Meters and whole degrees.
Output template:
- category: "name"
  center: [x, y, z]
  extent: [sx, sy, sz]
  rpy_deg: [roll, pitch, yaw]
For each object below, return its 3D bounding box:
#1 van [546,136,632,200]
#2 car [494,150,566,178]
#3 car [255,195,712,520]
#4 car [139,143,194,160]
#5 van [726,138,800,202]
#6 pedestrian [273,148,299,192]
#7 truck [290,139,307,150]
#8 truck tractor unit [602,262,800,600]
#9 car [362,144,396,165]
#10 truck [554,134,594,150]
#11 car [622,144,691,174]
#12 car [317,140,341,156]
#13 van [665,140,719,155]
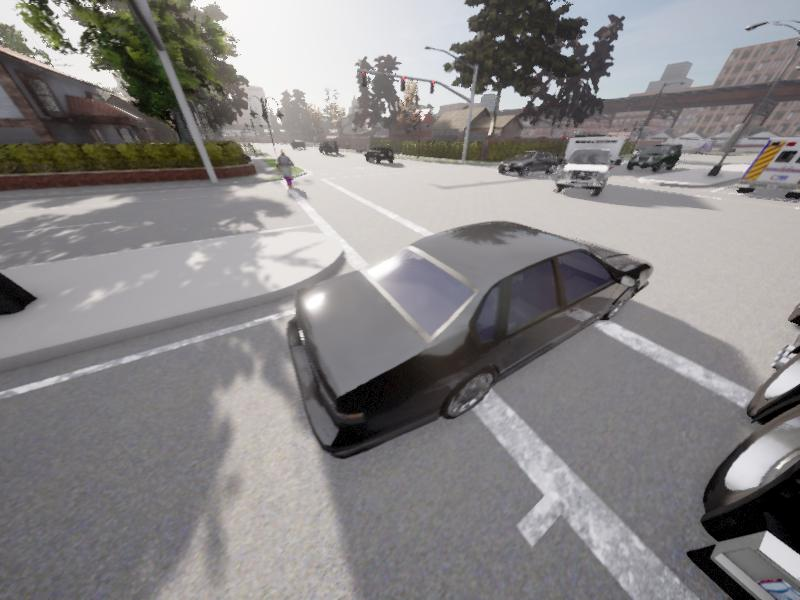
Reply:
- category: "van"
  center: [10.287, -7.481, 12.734]
  extent: [2.351, 2.431, 6.366]
  rpy_deg: [21, 40, 29]
- category: "car"
  center: [10.219, -10.801, 18.210]
  extent: [5.027, 1.651, 2.152]
  rpy_deg: [-18, 39, -25]
- category: "car"
  center: [1.366, -0.224, 3.121]
  extent: [5.357, 1.411, 2.033]
  rpy_deg: [-18, 39, -25]
- category: "car"
  center: [-25.875, -16.672, 25.841]
  extent: [3.806, 1.475, 1.970]
  rpy_deg: [-18, 39, -24]
- category: "van"
  center: [20.667, -6.954, 12.070]
  extent: [6.366, 2.431, 2.351]
  rpy_deg: [-18, 39, -24]
- category: "pedestrian"
  center: [-5.811, -6.635, 11.820]
  extent: [0.751, 1.860, 0.751]
  rpy_deg: [-15, 38, -21]
- category: "truck"
  center: [-25.913, -39.595, 58.827]
  extent: [2.390, 2.098, 6.274]
  rpy_deg: [-18, 39, -25]
- category: "truck tractor unit"
  center: [5.110, -0.301, 0.791]
  extent: [6.516, 4.208, 3.053]
  rpy_deg: [-18, 39, -24]
- category: "car"
  center: [-2.417, -16.611, 26.216]
  extent: [1.932, 1.855, 4.605]
  rpy_deg: [-18, 39, -24]
- category: "truck"
  center: [51.720, -47.374, 69.120]
  extent: [2.891, 3.827, 8.468]
  rpy_deg: [-18, 39, -24]
- category: "car"
  center: [23.363, -12.963, 21.066]
  extent: [5.566, 2.045, 2.150]
  rpy_deg: [-18, 39, -24]
- category: "car"
  center: [-12.374, -26.411, 40.065]
  extent: [2.150, 2.045, 5.566]
  rpy_deg: [-18, 39, -25]
- category: "van"
  center: [61.970, -32.502, 49.169]
  extent: [2.351, 2.431, 6.366]
  rpy_deg: [-18, 39, -24]
